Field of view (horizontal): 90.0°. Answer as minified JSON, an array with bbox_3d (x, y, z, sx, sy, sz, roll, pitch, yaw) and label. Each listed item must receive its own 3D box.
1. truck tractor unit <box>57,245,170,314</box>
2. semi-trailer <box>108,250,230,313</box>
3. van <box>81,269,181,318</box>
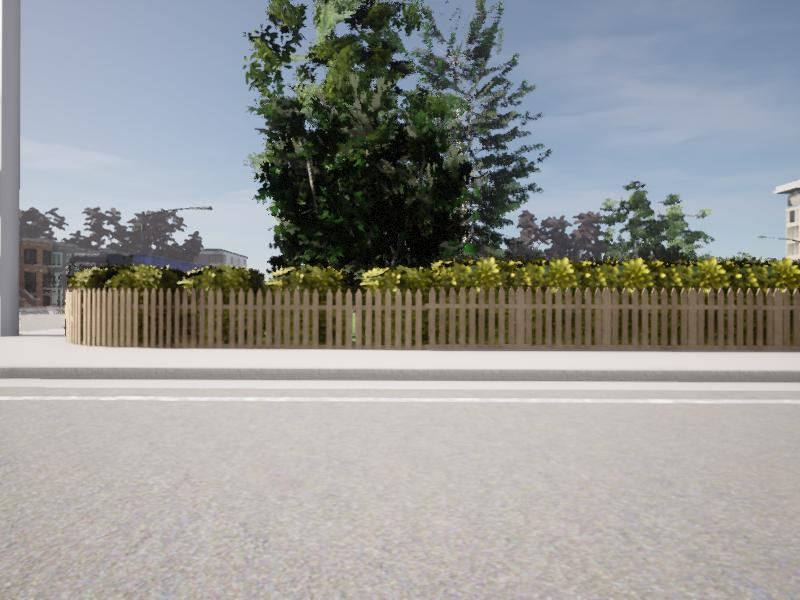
[{"bbox_3d":[-19.205,-1.217,27.462,3.053,4.208,6.516,0,0,0],"label":"truck tractor unit"},{"bbox_3d":[-19.311,-1.313,35.375,2.717,4.402,14.254,0,0,-1],"label":"semi-trailer"},{"bbox_3d":[-15.705,-0.355,23.902,1.988,2.561,5.915,0,0,0],"label":"van"}]
